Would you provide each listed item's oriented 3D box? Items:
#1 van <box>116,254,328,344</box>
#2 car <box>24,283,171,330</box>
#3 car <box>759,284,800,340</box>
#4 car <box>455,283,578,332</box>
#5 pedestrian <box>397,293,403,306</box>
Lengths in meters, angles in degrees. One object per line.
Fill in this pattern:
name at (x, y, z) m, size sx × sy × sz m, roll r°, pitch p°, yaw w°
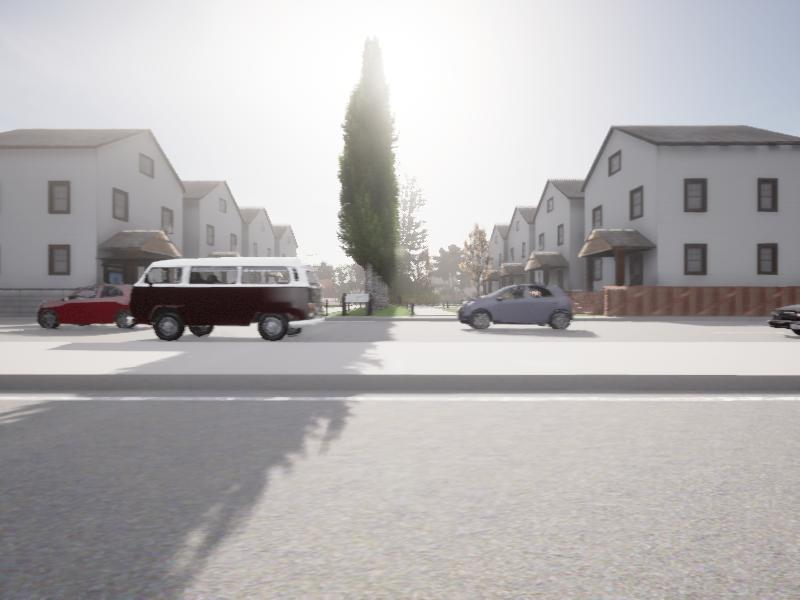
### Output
van at (-4.267, -0.029, 10.202) m, size 4.480 × 2.038 × 2.069 m, roll 0°, pitch 0°, yaw 0°
car at (-10.216, 0.221, 13.735) m, size 3.633 × 1.501 × 1.845 m, roll 0°, pitch 0°, yaw 0°
car at (12.765, 0.300, 10.205) m, size 5.357 × 1.411 × 2.033 m, roll 0°, pitch 0°, yaw 0°
car at (3.775, 0.229, 13.480) m, size 3.633 × 1.501 × 1.845 m, roll 0°, pitch 0°, yaw 2°
pedestrian at (-0.007, -0.100, 59.450) m, size 0.751 × 1.860 × 0.751 m, roll 0°, pitch 0°, yaw 4°
